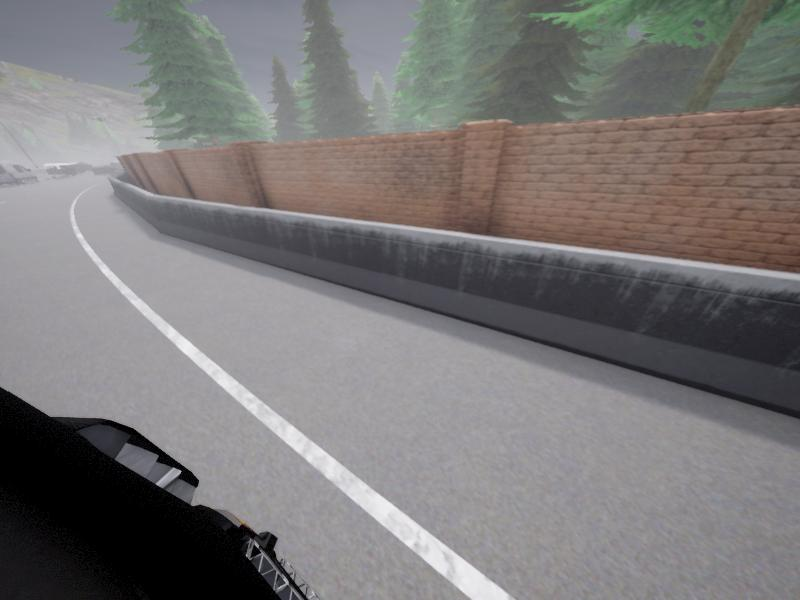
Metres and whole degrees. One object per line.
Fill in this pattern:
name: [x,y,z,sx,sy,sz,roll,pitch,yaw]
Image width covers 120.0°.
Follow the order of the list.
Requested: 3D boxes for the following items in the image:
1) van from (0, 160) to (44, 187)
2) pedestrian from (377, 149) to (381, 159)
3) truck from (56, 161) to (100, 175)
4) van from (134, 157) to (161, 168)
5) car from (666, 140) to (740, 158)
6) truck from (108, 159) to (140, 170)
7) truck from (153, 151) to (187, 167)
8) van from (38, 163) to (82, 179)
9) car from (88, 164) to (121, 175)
van: [-48.031,-15.682,28.544,1.988,2.561,5.915,-24,39,-29]
pedestrian: [-5.210,-36.279,57.397,0.751,1.860,0.751,-19,37,-24]
truck: [-65.378,-26.909,47.100,2.390,2.098,6.274,-16,36,-20]
van: [-75.553,-41.235,69.220,2.351,2.431,6.366,-11,34,-12]
car: [36.218,-18.245,27.901,4.856,1.649,2.033,18,39,28]
truck: [-72.162,-35.441,60.500,2.390,2.098,6.274,-13,35,-15]
truck: [-68.349,-42.152,68.889,2.891,3.827,8.468,-11,34,-12]
van: [-55.309,-21.135,37.751,2.069,2.038,4.480,-19,37,-24]
car: [-54.859,-24.298,42.984,1.882,1.535,5.008,-18,36,-23]
